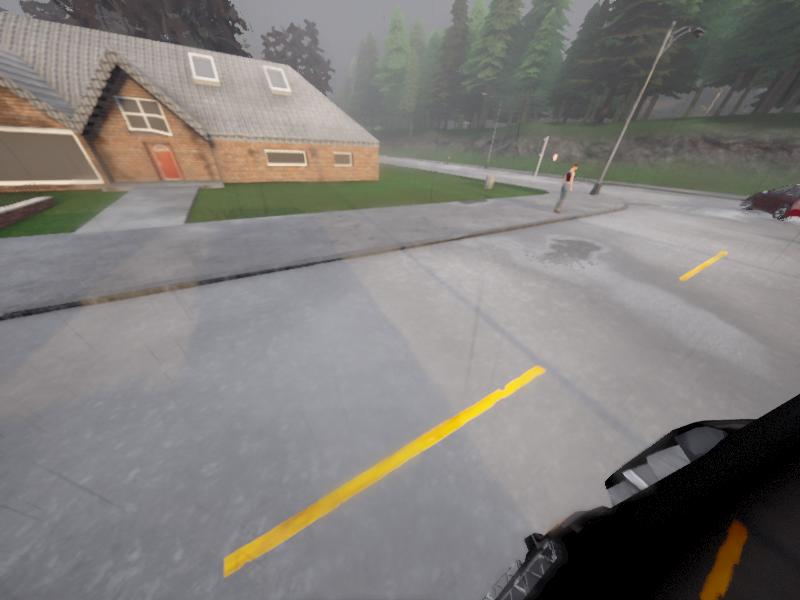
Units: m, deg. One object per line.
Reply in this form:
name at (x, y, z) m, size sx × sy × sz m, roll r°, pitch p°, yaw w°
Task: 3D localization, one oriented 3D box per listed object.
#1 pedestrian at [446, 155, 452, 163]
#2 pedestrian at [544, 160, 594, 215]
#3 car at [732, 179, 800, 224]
pedestrian at (8.475, -24.392, 40.011) m, size 0.500 × 1.100 × 0.500 m, roll -17°, pitch 38°, yaw -27°
pedestrian at (6.679, -4.469, 9.255) m, size 0.751 × 1.860 × 0.751 m, roll 4°, pitch 34°, yaw 2°
car at (19.191, -4.823, 11.267) m, size 1.845 × 1.501 × 3.633 m, roll 19°, pitch 37°, yaw 22°
